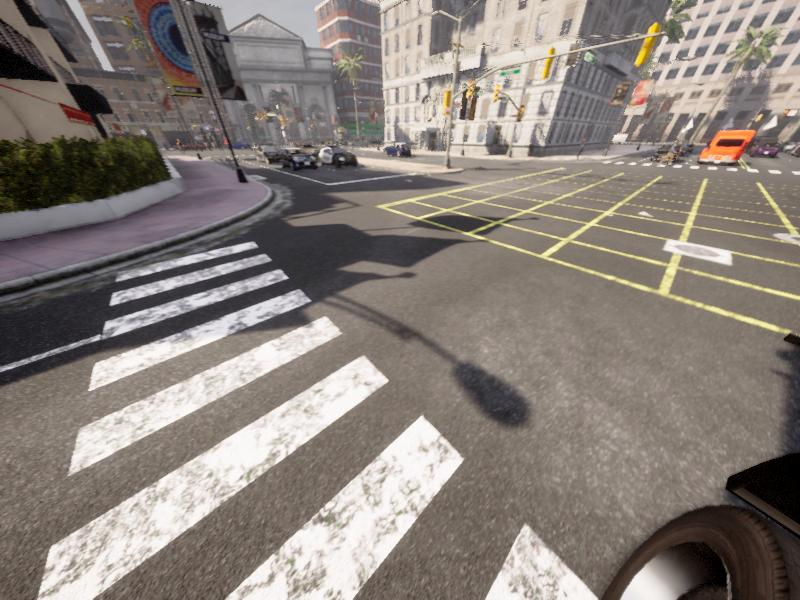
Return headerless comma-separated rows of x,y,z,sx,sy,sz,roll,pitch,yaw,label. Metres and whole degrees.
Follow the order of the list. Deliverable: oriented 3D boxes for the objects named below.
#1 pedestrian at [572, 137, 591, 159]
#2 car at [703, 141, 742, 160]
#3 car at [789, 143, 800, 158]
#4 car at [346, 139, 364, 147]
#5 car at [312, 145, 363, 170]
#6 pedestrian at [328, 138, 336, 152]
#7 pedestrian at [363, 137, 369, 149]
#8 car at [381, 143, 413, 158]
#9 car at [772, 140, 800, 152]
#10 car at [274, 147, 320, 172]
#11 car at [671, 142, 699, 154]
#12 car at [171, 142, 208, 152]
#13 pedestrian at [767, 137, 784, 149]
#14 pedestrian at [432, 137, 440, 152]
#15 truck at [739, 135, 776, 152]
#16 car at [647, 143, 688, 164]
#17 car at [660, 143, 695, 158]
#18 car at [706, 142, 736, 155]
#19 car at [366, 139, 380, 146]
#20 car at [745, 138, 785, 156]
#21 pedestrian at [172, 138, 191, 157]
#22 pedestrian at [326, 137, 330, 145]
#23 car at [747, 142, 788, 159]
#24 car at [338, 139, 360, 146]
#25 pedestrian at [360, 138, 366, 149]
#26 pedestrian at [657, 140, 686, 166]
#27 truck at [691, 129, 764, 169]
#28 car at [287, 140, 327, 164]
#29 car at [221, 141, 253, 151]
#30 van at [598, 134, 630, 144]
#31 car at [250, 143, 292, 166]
18.839,-15.732,23.970,0.751,1.860,0.751,-29,44,-34,pedestrian
36.792,-17.210,26.449,5.238,1.638,1.930,-27,43,-33,car
47.863,-17.556,26.674,4.605,1.855,1.932,-27,43,-32,car
-11.412,-39.861,58.613,3.988,1.617,1.851,-27,43,-32,car
-5.650,-12.770,20.523,2.038,1.542,4.974,-27,43,-33,car
-11.640,-26.431,39.420,0.751,1.860,0.751,28,44,34,pedestrian
-6.406,-29.730,43.766,0.751,1.860,0.751,26,43,32,pedestrian
-0.425,-19.426,29.894,1.970,1.475,3.806,-27,43,-32,car
62.365,-24.716,37.077,5.357,1.411,2.033,-26,43,-32,car
-8.396,-11.484,18.776,1.970,1.475,3.806,-27,43,-32,car
41.677,-22.297,33.804,4.181,1.385,1.994,-28,44,-33,car
-38.782,-28.280,42.684,4.718,1.301,1.895,-19,40,-24,car
68.062,-28.453,41.854,0.751,1.860,0.751,-26,43,-31,pedestrian
5.576,-24.318,36.101,0.751,1.860,0.751,-26,43,-31,pedestrian
58.792,-25.889,38.135,6.274,2.098,2.390,-27,43,-32,truck
27.034,-14.829,23.281,4.892,1.490,1.837,-27,44,-33,car
34.246,-18.510,28.501,5.357,1.411,2.033,-27,43,-33,car
45.063,-21.307,32.398,4.181,1.385,1.994,-26,43,-32,car
-7.564,-44.485,65.056,3.705,1.549,1.789,-27,43,-32,car
47.496,-20.062,30.186,3.866,1.878,1.905,-27,43,-32,car
-27.393,-19.130,28.980,0.751,1.860,0.751,10,37,14,pedestrian
-20.415,-45.076,65.397,0.751,1.860,0.751,3,36,4,pedestrian
43.010,-17.619,27.136,4.193,1.474,1.816,-27,43,-32,car
-13.437,-41.547,60.939,4.974,1.542,2.038,-27,43,-32,car
-7.780,-32.616,48.089,0.751,1.860,0.751,-28,44,-33,pedestrian
23.117,-12.515,19.691,0.751,1.860,0.751,-23,41,-29,pedestrian
29.036,-13.573,20.609,5.204,2.467,2.627,-29,45,-31,truck
-9.768,-15.629,24.260,1.932,1.855,4.605,-27,43,-32,car
-31.413,-29.799,44.654,4.674,1.442,1.812,-2,35,-2,car
64.751,-48.720,69.890,2.351,2.431,6.366,-29,45,-34,van
-12.807,-14.457,22.833,1.930,1.638,5.238,-27,43,-32,car
